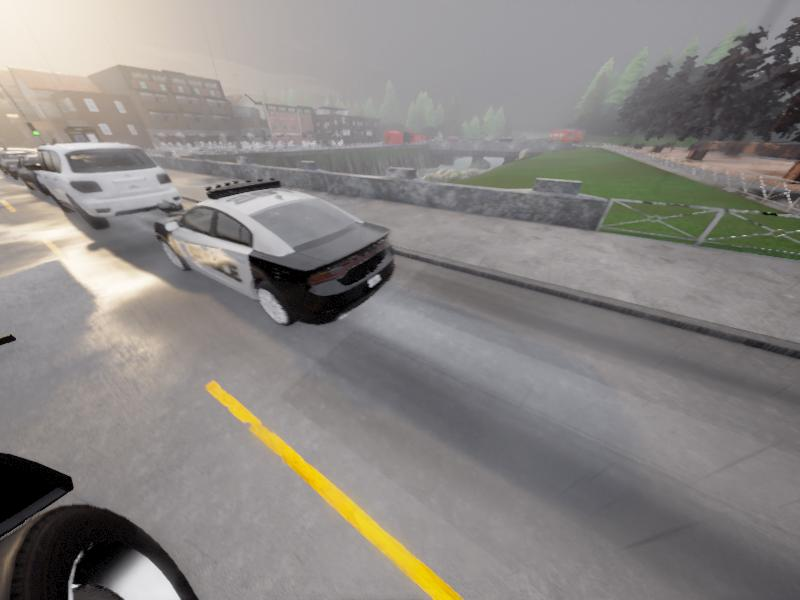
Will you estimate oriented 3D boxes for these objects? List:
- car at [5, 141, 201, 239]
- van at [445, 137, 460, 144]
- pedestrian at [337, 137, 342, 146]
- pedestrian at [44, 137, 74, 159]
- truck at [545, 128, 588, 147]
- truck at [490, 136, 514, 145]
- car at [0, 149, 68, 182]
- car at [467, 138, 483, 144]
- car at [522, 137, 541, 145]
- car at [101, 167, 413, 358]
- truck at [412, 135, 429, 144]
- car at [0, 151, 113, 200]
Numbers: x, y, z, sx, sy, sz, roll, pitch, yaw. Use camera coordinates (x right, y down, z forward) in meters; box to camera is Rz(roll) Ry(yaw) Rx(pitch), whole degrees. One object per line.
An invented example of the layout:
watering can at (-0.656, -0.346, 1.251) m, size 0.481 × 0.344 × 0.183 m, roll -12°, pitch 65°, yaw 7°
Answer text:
car at (-9.500, -3.824, 7.431) m, size 5.566 × 2.045 × 2.150 m, roll 20°, pitch 40°, yaw 25°
van at (18.035, -55.377, 79.982) m, size 4.442 × 1.987 × 1.775 m, roll 19°, pitch 40°, yaw 25°
pedestrian at (-15.536, -40.831, 59.337) m, size 0.751 × 1.860 × 0.751 m, roll 19°, pitch 40°, yaw 25°
pedestrian at (-35.521, -15.829, 24.102) m, size 0.751 × 1.860 × 0.751 m, roll -14°, pitch 38°, yaw -19°
truck at (44.890, -43.935, 62.456) m, size 8.468 × 3.827 × 2.891 m, roll 19°, pitch 40°, yaw 25°
truck at (32.100, -50.460, 73.046) m, size 6.274 × 2.098 × 2.390 m, roll 19°, pitch 40°, yaw 25°
car at (-24.096, -8.706, 14.779) m, size 5.357 × 1.411 × 2.033 m, roll 19°, pitch 40°, yaw 25°
car at (24.958, -52.715, 76.739) m, size 4.514 × 1.525 × 2.007 m, roll 19°, pitch 40°, yaw 25°
car at (39.500, -47.755, 69.480) m, size 4.605 × 1.855 × 1.932 m, roll 19°, pitch 40°, yaw 25°
car at (-2.561, -1.214, 4.149) m, size 5.238 × 1.638 × 1.930 m, roll 19°, pitch 40°, yaw 25°
truck at (7.094, -56.724, 81.405) m, size 5.204 × 2.467 × 2.627 m, roll 19°, pitch 40°, yaw 25°
car at (-16.274, -6.001, 10.905) m, size 4.514 × 1.525 × 2.007 m, roll 19°, pitch 40°, yaw 25°
